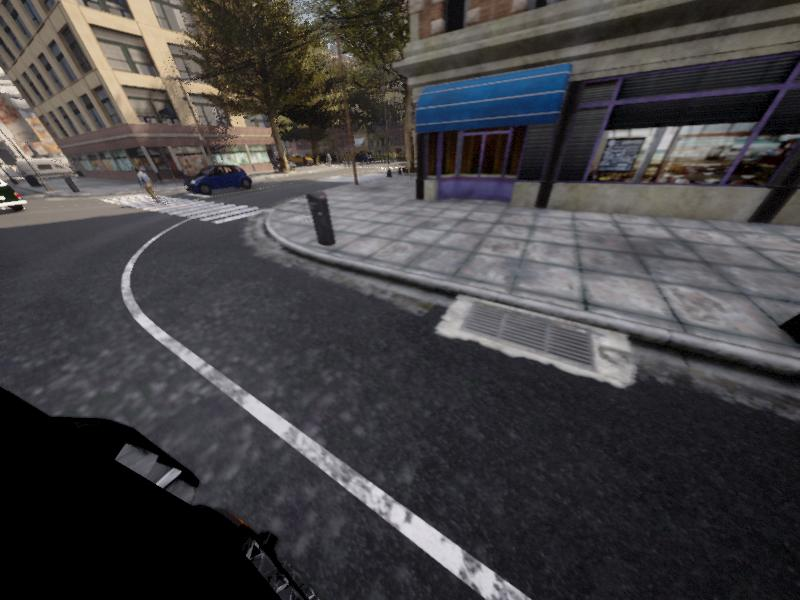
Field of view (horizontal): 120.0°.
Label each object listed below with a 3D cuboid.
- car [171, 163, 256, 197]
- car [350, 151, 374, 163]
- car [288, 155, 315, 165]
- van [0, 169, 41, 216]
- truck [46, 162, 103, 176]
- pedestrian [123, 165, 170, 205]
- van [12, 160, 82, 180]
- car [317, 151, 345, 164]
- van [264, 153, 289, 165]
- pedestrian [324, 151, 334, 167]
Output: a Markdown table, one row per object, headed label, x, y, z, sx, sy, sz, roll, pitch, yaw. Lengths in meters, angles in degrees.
| label | x | y | z | sx | sy | sz | roll | pitch | yaw |
| --- | --- | --- | --- | --- | --- | --- | --- | --- | --- |
| car | -12.862 | -8.548 | 16.272 | 1.851 | 1.617 | 3.988 | 18 | 39 | 28 |
| car | -6.960 | -26.419 | 42.707 | 3.988 | 1.617 | 1.851 | 17 | 39 | 27 |
| car | -19.482 | -27.820 | 45.782 | 5.008 | 1.535 | 1.882 | 16 | 38 | 26 |
| van | -23.028 | -5.553 | 12.114 | 4.480 | 2.038 | 2.069 | 1 | 34 | 6 |
| truck | -67.324 | -27.291 | 47.939 | 2.390 | 2.098 | 6.274 | 16 | 38 | 26 |
| pedestrian | -13.858 | -6.290 | 12.677 | 0.751 | 1.860 | 0.751 | 8 | 35 | 16 |
| van | -60.627 | -22.534 | 39.872 | 1.988 | 2.561 | 5.915 | 16 | 38 | 26 |
| car | -12.641 | -26.010 | 42.259 | 4.605 | 1.855 | 1.932 | 16 | 38 | 26 |
| van | -26.287 | -29.966 | 49.047 | 4.480 | 2.038 | 2.069 | 16 | 38 | 26 |
| pedestrian | -10.137 | -20.156 | 32.975 | 0.751 | 1.860 | 0.751 | 10 | 36 | 18 |
